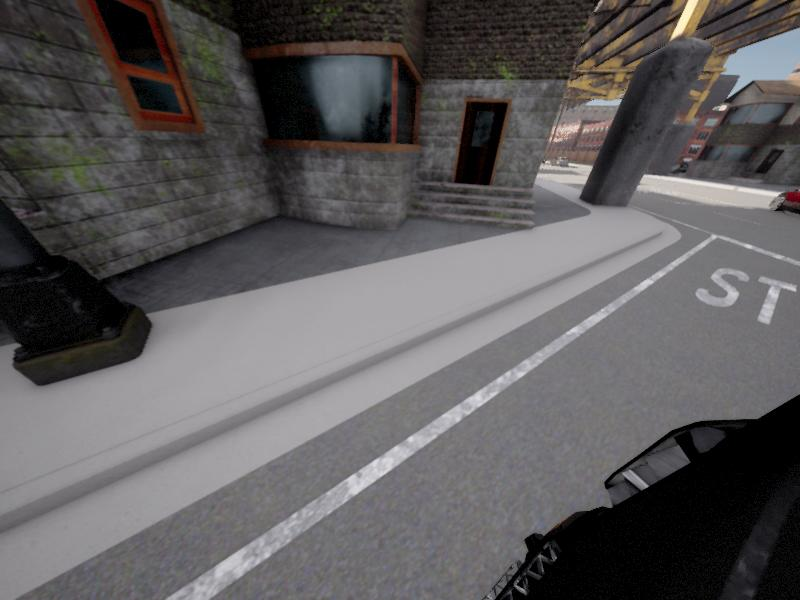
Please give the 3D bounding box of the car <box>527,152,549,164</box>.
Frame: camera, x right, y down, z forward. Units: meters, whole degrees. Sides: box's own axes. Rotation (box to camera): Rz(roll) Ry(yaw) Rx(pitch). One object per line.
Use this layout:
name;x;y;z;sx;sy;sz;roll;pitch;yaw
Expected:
car;29.359;-30.253;49.179;1.905;1.878;3.866;-1;34;-5

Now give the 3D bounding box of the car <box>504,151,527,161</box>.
car;27.851;-34.932;56.055;1.932;1.855;4.605;-11;36;-19

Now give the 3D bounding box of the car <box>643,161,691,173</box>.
car;39.659;-19.945;34.517;4.536;1.218;1.853;29;42;33

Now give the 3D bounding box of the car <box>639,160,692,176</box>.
car;39.615;-19.835;34.633;4.974;1.542;2.038;29;42;33

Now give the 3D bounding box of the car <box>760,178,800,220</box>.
car;19.621;-4.477;10.523;1.970;1.475;3.806;22;38;26

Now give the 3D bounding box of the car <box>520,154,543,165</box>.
car;25.965;-27.935;45.815;1.882;1.535;5.008;4;34;1

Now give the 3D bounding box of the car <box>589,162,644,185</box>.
car;20.001;-11.888;21.582;1.816;1.474;4.193;9;34;10

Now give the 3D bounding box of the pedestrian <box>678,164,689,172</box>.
pedestrian;48.956;-22.864;39.900;0.500;1.100;0.500;9;34;10

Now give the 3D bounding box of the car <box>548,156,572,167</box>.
car;28.870;-25.069;41.800;1.970;1.475;3.806;7;34;7
